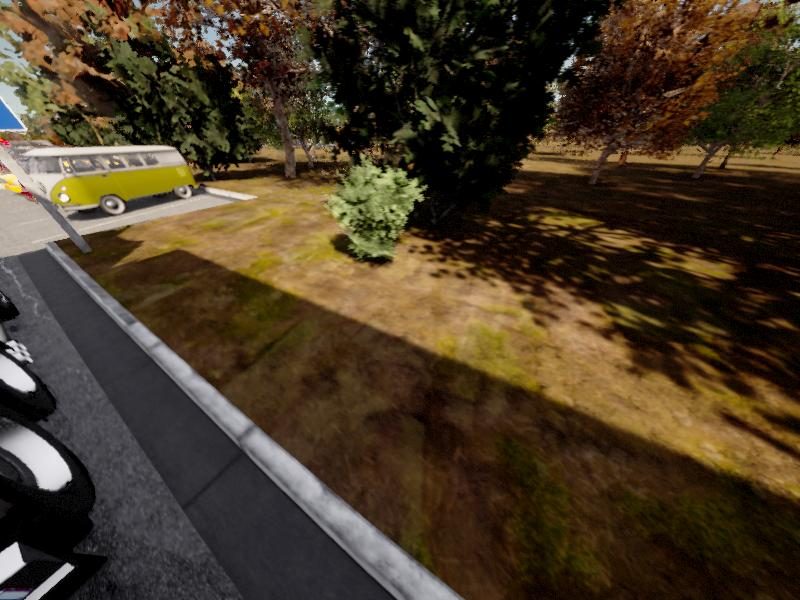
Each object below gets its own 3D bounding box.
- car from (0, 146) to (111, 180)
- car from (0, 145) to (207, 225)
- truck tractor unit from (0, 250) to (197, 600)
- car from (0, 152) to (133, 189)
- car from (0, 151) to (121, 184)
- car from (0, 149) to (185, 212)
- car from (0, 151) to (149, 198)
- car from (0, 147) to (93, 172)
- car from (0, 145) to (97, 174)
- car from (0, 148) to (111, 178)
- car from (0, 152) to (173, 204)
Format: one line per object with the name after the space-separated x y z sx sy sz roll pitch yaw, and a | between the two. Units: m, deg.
-25.328 -10.101 16.831 2.185 1.767 4.553 8 36 12 | car
-10.494 -4.573 8.687 1.878 1.987 4.442 7 36 10 | car
-5.106 -0.305 0.783 6.516 4.208 3.053 19 41 25 | truck tractor unit
-20.407 -8.095 14.231 2.002 1.452 4.674 8 36 12 | car
-22.868 -9.033 15.583 2.002 1.452 4.674 8 36 12 | car
-12.977 -5.444 10.118 2.185 1.767 4.553 7 36 11 | car
-17.973 -7.094 12.718 1.946 1.575 5.366 8 36 11 | car
-32.613 -12.912 21.090 2.097 1.535 5.008 9 37 13 | car
-30.176 -12.059 19.644 2.185 1.767 4.553 9 37 13 | car
-27.713 -11.082 18.450 1.946 1.575 5.366 8 36 13 | car
-15.414 -6.382 11.682 1.946 1.575 5.366 7 36 11 | car
